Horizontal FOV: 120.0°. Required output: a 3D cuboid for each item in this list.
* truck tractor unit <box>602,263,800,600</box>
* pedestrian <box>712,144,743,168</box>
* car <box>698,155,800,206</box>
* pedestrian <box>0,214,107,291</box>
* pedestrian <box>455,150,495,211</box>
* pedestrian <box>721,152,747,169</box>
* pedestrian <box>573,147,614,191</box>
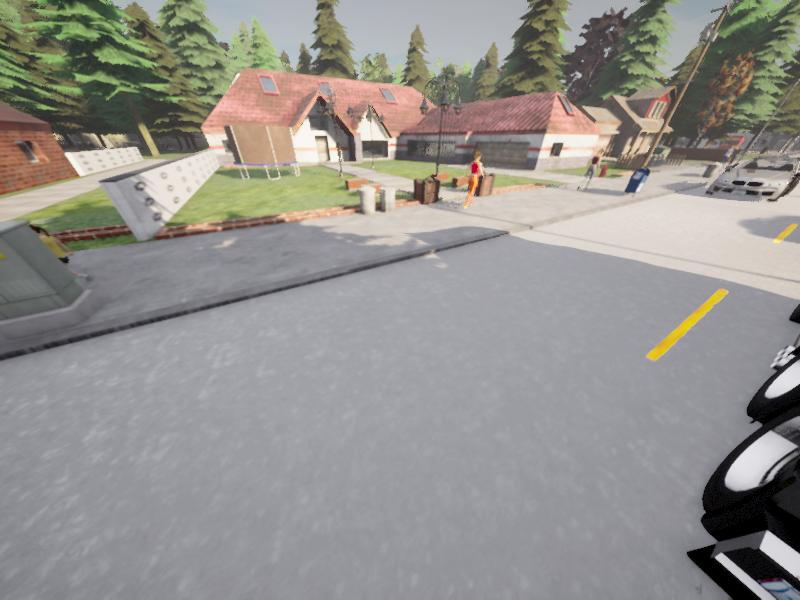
[{"bbox_3d":[5.116,-0.294,0.796,6.516,4.208,3.053,-18,39,-24],"label":"truck tractor unit"},{"bbox_3d":[31.004,-13.616,21.884,0.751,1.860,0.751,-12,37,-17],"label":"pedestrian"},{"bbox_3d":[17.321,-5.905,11.118,4.611,1.667,2.242,-18,39,-24],"label":"car"},{"bbox_3d":[-5.783,-0.796,3.913,0.500,1.100,0.500,-21,40,-28],"label":"pedestrian"},{"bbox_3d":[2.646,-4.296,8.325,0.751,1.860,0.751,-21,40,-27],"label":"pedestrian"},{"bbox_3d":[30.934,-12.949,21.417,0.751,1.300,0.751,29,44,35],"label":"pedestrian"},{"bbox_3d":[9.715,-6.583,11.654,0.751,1.860,0.751,-19,39,-25],"label":"pedestrian"}]
